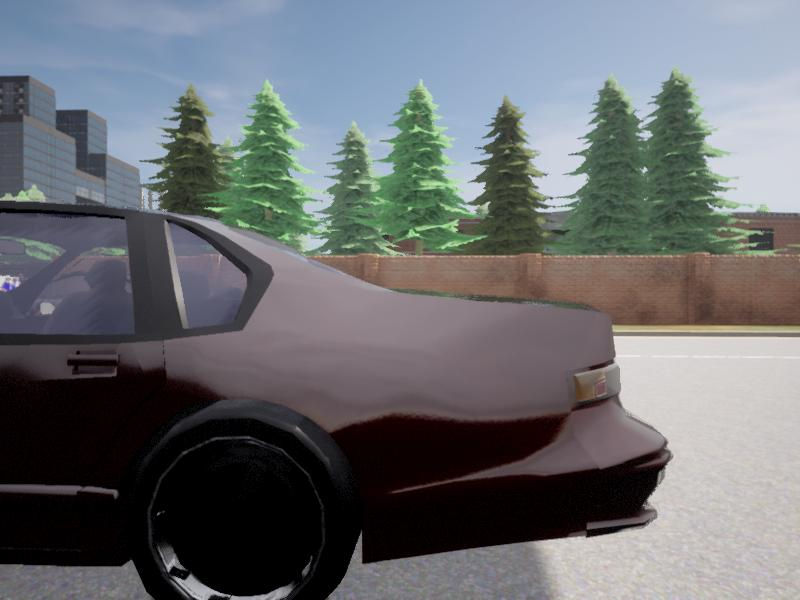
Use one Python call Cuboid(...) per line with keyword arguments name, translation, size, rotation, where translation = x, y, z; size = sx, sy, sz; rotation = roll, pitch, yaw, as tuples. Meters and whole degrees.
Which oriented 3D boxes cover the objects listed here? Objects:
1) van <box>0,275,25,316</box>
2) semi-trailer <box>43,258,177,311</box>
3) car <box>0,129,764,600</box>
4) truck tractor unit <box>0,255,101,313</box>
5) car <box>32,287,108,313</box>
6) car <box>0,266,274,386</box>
Cuboid(name="van", translation=(-25.290, -0.270, 22.491), size=(2.351, 2.431, 6.366), rotation=(0, 0, 2))
Cuboid(name="semi-trailer", translation=(-28.126, -1.270, 40.449), size=(2.717, 4.402, 14.254), rotation=(0, 0, 2))
Cuboid(name="car", translation=(-1.760, 0.291, 2.089), size=(5.357, 1.411, 2.033), rotation=(0, 0, 2))
Cuboid(name="truck tractor unit", translation=(-28.415, -1.173, 32.542), size=(3.053, 4.208, 6.516), rotation=(0, 0, 2))
Cuboid(name="car", translation=(-24.994, 0.005, 30.551), size=(1.932, 1.855, 4.605), rotation=(0, 0, 2))
Cuboid(name="car", translation=(-4.212, 0.299, 5.691), size=(4.181, 1.385, 1.994), rotation=(0, 0, 2))
